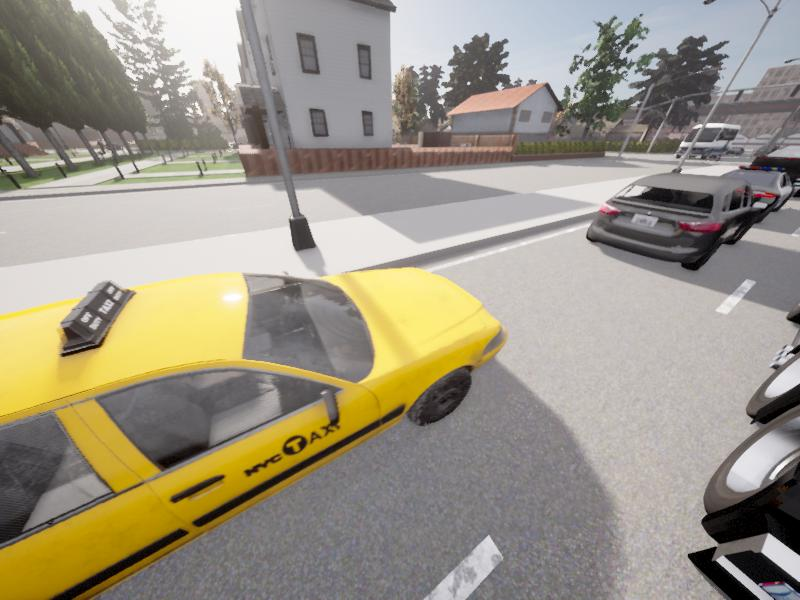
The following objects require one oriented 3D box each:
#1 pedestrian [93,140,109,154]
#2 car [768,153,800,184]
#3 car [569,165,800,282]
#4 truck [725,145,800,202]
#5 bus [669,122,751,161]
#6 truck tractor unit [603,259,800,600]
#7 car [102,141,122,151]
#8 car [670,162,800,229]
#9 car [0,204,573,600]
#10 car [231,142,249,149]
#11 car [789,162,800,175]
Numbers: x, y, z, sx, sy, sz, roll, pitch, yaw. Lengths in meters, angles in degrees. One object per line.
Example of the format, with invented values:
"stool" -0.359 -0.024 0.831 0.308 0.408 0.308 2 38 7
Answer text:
"pedestrian" -46.511 -23.862 35.986 0.751 1.860 0.751 29 44 34
"car" 28.131 -9.073 15.864 4.974 1.542 2.038 -18 39 -24
"car" 7.039 -2.240 5.794 4.611 1.667 2.242 -18 39 -24
"truck" 20.515 -6.818 12.081 6.274 2.098 2.390 -18 39 -24
"bus" 45.981 -23.532 34.352 10.273 4.253 3.944 -18 39 -24
"truck tractor unit" 5.106 -0.303 0.801 6.516 4.208 3.053 -18 39 -25
"car" -61.235 -32.833 49.218 2.033 1.649 4.856 -29 44 -35
"car" 12.934 -4.109 8.638 4.974 1.542 2.038 -18 39 -24
"car" -1.420 0.558 1.798 5.366 1.575 1.801 -18 39 -24
"car" -40.380 -39.057 58.342 2.038 1.542 4.974 -7 36 -11
"car" 35.026 -11.230 19.213 4.718 1.301 1.895 -18 39 -24
